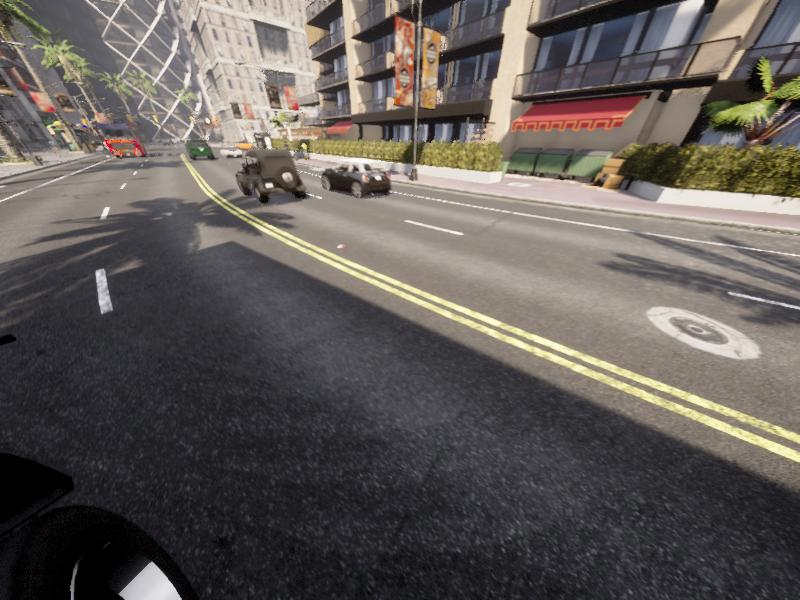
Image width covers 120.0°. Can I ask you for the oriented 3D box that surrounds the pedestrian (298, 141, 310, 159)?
[{"bbox_3d":[-11.777,-18.494,28.442,0.751,1.860,0.751,-25,42,-32],"label":"pedestrian"}]

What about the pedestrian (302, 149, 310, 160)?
[{"bbox_3d":[-10.916,-16.823,26.719,0.500,1.100,0.500,-26,43,-32],"label":"pedestrian"}]

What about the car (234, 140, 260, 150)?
[{"bbox_3d":[-34.495,-34.875,52.028,4.553,1.767,2.097,-18,39,-25],"label":"car"}]

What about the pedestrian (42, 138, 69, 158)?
[{"bbox_3d":[-40.548,-17.911,27.211,0.751,1.860,0.751,-17,39,-24],"label":"pedestrian"}]

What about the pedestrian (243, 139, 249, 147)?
[{"bbox_3d":[-42.904,-43.838,64.422,0.751,1.860,0.751,-4,35,-6],"label":"pedestrian"}]

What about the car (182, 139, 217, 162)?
[{"bbox_3d":[-24.366,-18.234,28.043,2.150,2.045,5.566,-26,43,-33],"label":"car"}]

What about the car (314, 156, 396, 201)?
[{"bbox_3d":[-2.256,-6.173,11.518,3.806,1.475,1.970,29,44,35],"label":"car"}]

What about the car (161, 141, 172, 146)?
[{"bbox_3d":[-69.909,-46.856,69.189,1.895,1.301,4.718,-24,42,-31],"label":"car"}]

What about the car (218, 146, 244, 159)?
[{"bbox_3d":[-22.925,-20.069,31.356,1.895,1.301,4.718,-25,42,-32],"label":"car"}]

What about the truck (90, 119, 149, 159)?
[{"bbox_3d":[-36.520,-21.211,30.597,2.891,3.827,8.468,-25,42,-32],"label":"truck"}]

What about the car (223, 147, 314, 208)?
[{"bbox_3d":[-5.842,-5.577,10.251,1.905,1.878,3.866,-29,44,-35],"label":"car"}]

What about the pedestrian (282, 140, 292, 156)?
[{"bbox_3d":[-15.873,-21.317,32.441,0.751,1.860,0.751,-25,42,-31],"label":"pedestrian"}]
